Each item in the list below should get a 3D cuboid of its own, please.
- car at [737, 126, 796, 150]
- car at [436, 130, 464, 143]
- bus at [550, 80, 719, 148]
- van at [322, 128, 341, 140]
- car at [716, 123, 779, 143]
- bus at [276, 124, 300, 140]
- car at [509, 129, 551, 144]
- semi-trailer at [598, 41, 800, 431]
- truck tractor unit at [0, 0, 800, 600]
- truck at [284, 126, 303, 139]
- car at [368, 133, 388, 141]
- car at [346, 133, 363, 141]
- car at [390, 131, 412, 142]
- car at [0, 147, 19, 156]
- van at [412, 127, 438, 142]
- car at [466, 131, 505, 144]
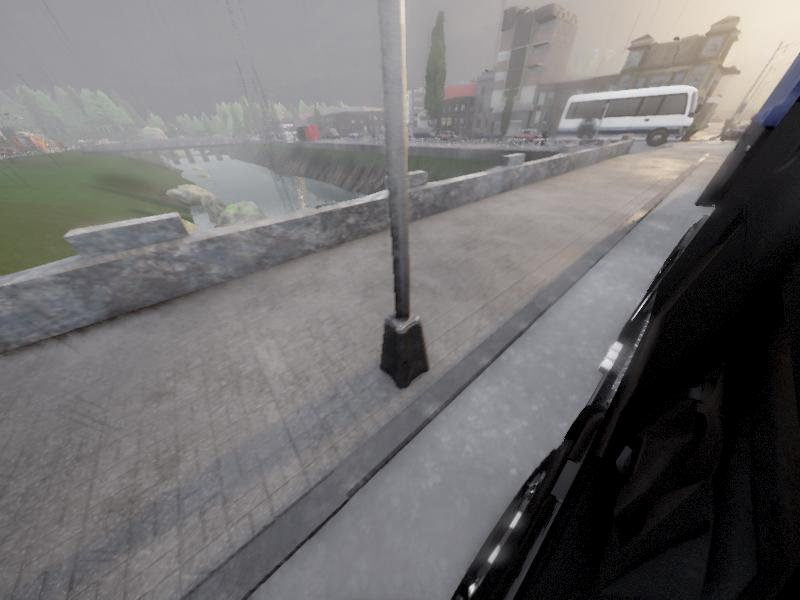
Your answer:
[{"bbox_3d":[28.084,-12.537,17.811,4.718,1.301,1.895,-28,44,-30],"label":"car"},{"bbox_3d":[7.871,-26.022,36.769,1.970,1.475,3.806,-28,44,-30],"label":"car"},{"bbox_3d":[21.731,-17.724,22.617,3.944,4.253,10.273,-29,44,-31],"label":"bus"},{"bbox_3d":[-18.312,-44.493,61.940,1.988,2.561,5.915,-28,44,-30],"label":"van"},{"bbox_3d":[33.317,-16.049,22.167,4.181,1.385,1.994,-17,39,-19],"label":"car"},{"bbox_3d":[-40.402,-60.485,83.099,3.944,4.253,10.273,-28,44,-30],"label":"bus"},{"bbox_3d":[16.095,-20.350,28.747,1.970,1.475,3.806,-28,44,-30],"label":"car"},{"bbox_3d":[8.703,-3.580,4.254,14.254,4.402,2.717,-28,44,-30],"label":"semi-trailer"},{"bbox_3d":[2.645,-0.295,0.351,6.516,4.208,3.053,-28,44,-30],"label":"truck tractor unit"},{"bbox_3d":[-40.750,-64.180,88.416,2.891,3.827,8.468,-28,44,-30],"label":"truck"},{"bbox_3d":[-4.717,-34.628,49.099,1.895,1.301,4.718,-28,44,-30],"label":"car"},{"bbox_3d":[-10.906,-38.950,55.084,1.812,1.442,4.674,-28,44,-30],"label":"car"},{"bbox_3d":[0.212,-31.302,44.239,1.816,1.474,4.193,-28,44,-30],"label":"car"},{"bbox_3d":[-82.805,-30.969,48.287,1.994,1.385,4.181,-28,44,-30],"label":"car"},{"bbox_3d":[4.259,-28.712,40.133,1.775,1.987,4.442,-28,44,-30],"label":"van"},{"bbox_3d":[12.016,-23.097,32.788,1.895,1.301,4.718,-28,44,-30],"label":"car"}]
